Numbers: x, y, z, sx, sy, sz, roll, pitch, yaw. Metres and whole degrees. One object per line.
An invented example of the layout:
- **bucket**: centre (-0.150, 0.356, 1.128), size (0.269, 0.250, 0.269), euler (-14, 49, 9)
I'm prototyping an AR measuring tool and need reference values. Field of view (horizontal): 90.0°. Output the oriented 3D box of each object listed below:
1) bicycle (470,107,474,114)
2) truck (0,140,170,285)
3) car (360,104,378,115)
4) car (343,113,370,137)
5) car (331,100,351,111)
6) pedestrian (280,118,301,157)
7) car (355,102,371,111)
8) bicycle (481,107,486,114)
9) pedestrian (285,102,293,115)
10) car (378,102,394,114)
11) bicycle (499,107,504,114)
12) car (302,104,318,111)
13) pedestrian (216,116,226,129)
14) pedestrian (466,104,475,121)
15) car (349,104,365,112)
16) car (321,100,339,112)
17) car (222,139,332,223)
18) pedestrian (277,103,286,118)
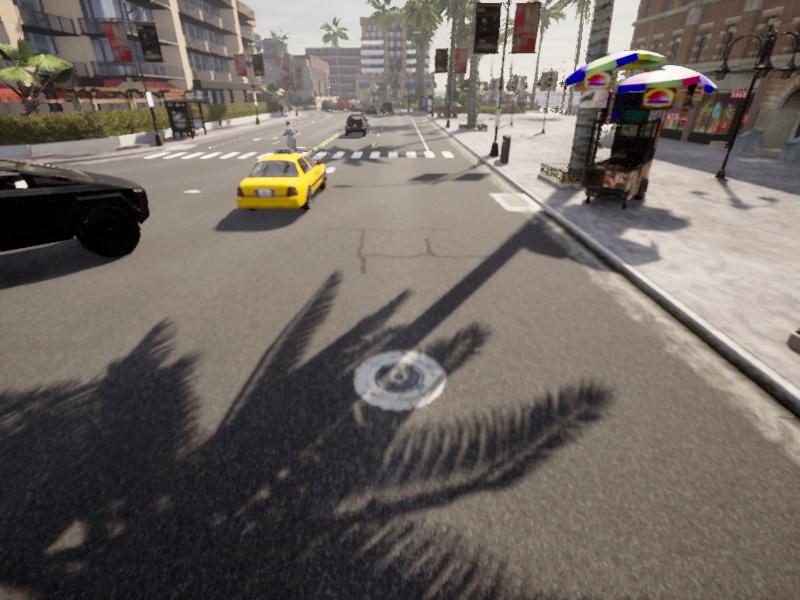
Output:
- **bicycle**: centre (12.001, -31.720, 66.871), size (0.373, 1.024, 1.643), euler (0, 27, -1)
- **truck**: centre (-8.232, -1.502, 7.297), size (6.274, 2.098, 2.390), euler (-23, 35, -38)
- **car**: centre (-5.397, -33.011, 69.227), size (2.242, 1.667, 4.611), euler (-8, 28, -14)
- **car**: centre (-3.573, -14.739, 33.577), size (1.851, 1.617, 3.988), euler (0, 27, 0)
- **car**: centre (-12.751, -42.073, 86.353), size (2.150, 2.045, 5.566), euler (-16, 31, -28)
- **pedestrian**: centre (-5.961, -8.849, 21.797), size (0.751, 1.860, 0.751), euler (0, 27, 0)
- **car**: centre (-7.862, -41.031, 84.813), size (1.789, 1.549, 3.705), euler (-14, 30, -25)
- **bicycle**: centre (14.013, -31.736, 66.892), size (0.373, 1.024, 1.643), euler (0, 27, -1)
- **pedestrian**: centre (-17.345, -29.972, 62.637), size (0.751, 1.860, 0.751), euler (-1, 27, -2)
- **car**: centre (-2.465, -34.405, 71.558), size (1.905, 1.878, 3.866), euler (-8, 28, -14)
- **bicycle**: centre (17.031, -31.761, 66.923), size (0.373, 1.024, 1.643), euler (0, 27, -1)
- **car**: centre (-18.770, -40.108, 83.362), size (1.895, 1.301, 4.718), euler (-14, 30, -25)
- **pedestrian**: centre (-16.743, -16.554, 37.350), size (0.500, 1.100, 0.500), euler (1, 27, 3)
- **pedestrian**: centre (8.396, -22.399, 47.757), size (0.751, 1.860, 0.751), euler (0, 27, 1)
- **car**: centre (-8.431, -37.537, 78.212), size (1.994, 1.385, 4.181), euler (-12, 29, -21)
- **car**: centre (-14.589, -40.232, 82.780), size (2.150, 2.045, 5.566), euler (-12, 29, -21)
- **car**: centre (-3.519, -3.980, 12.666), size (1.801, 1.575, 5.366), euler (0, 27, 0)
- **pedestrian**: centre (-16.574, -26.626, 56.119), size (0.751, 1.860, 0.751), euler (0, 27, 1)
